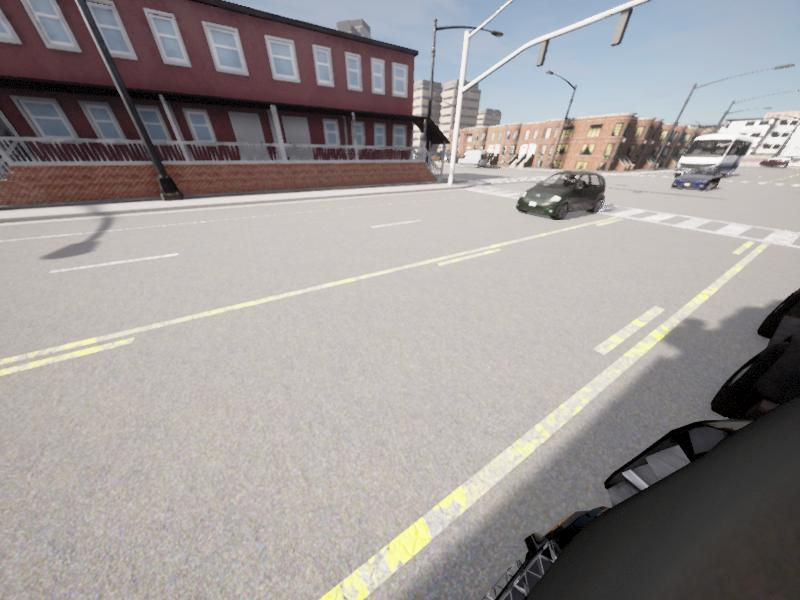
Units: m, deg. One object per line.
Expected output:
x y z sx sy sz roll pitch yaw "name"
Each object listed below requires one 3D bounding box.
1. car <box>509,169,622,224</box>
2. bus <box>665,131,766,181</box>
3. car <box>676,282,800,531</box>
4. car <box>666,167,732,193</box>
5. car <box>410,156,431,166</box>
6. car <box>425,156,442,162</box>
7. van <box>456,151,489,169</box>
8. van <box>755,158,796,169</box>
6.889 -4.468 9.707 3.988 1.617 1.851 -17 36 -25 "car"
37.096 -16.818 27.188 10.273 4.253 3.944 -17 36 -25 "bus"
4.613 0.451 1.681 3.866 1.878 1.905 -17 36 -25 "car"
22.696 -9.194 17.539 4.193 1.474 1.816 -17 36 -25 "car"
4.309 -29.947 49.604 1.930 1.638 5.238 -17 37 -25 "car"
10.632 -44.561 72.747 5.008 1.535 1.882 -17 37 -25 "car"
13.146 -25.801 42.427 1.988 2.561 5.915 -17 36 -25 "van"
89.438 -32.719 55.162 2.069 2.038 4.480 5 33 6 "van"
